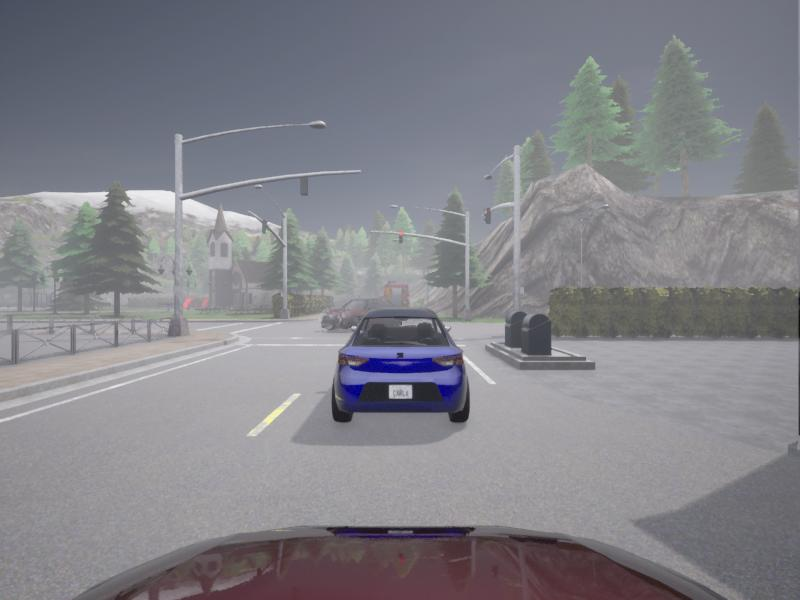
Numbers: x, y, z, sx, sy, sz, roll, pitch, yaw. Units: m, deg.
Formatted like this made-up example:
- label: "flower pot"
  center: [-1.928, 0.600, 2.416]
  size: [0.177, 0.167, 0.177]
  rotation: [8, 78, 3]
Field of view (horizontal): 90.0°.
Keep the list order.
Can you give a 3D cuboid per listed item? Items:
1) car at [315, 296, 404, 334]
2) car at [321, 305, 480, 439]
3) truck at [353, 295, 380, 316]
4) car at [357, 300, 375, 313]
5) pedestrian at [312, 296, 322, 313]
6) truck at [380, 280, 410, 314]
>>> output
- label: "car"
  center: [-2.029, 0.695, 21.211]
  size: [2.097, 1.767, 4.553]
  rotation: [0, 0, 39]
- label: "car"
  center: [0.012, 0.854, 6.661]
  size: [1.816, 1.474, 4.193]
  rotation: [0, 0, 0]
- label: "truck"
  center: [-3.439, 0.542, 42.504]
  size: [2.390, 2.098, 6.274]
  rotation: [0, 0, 0]
- label: "car"
  center: [-4.307, 0.771, 50.661]
  size: [1.930, 1.638, 5.238]
  rotation: [0, 0, -9]
- label: "pedestrian"
  center: [-9.089, 0.499, 43.773]
  size: [0.751, 1.860, 0.751]
  rotation: [0, 0, 14]
- label: "truck"
  center: [-0.814, -0.321, 49.938]
  size: [2.891, 3.827, 8.468]
  rotation: [0, 0, -6]
